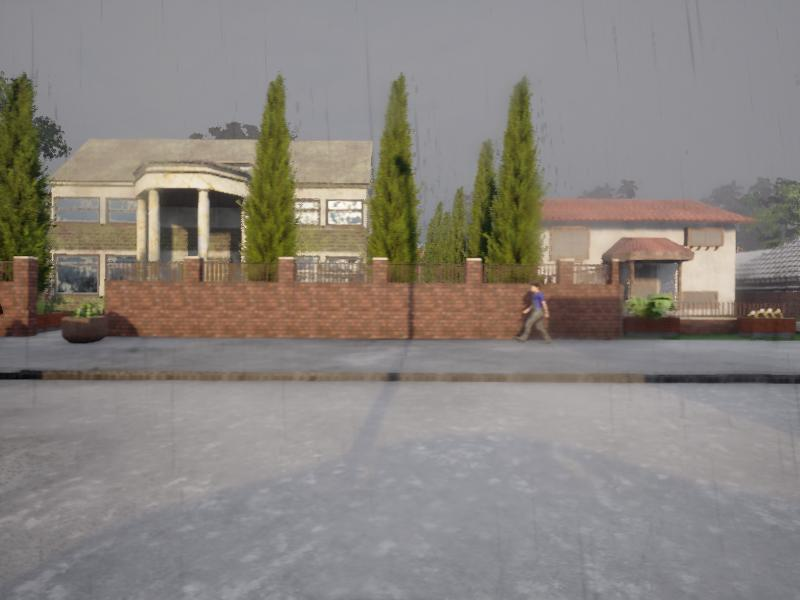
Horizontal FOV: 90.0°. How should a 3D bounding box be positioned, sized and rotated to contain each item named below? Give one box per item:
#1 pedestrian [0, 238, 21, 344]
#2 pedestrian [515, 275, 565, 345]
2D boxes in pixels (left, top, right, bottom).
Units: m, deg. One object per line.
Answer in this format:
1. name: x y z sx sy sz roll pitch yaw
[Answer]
1. pedestrian: -7.479 -0.161 7.165 0.751 1.860 0.751 0 0 -18
2. pedestrian: 2.699 0.186 7.781 0.751 1.300 0.751 0 0 4
